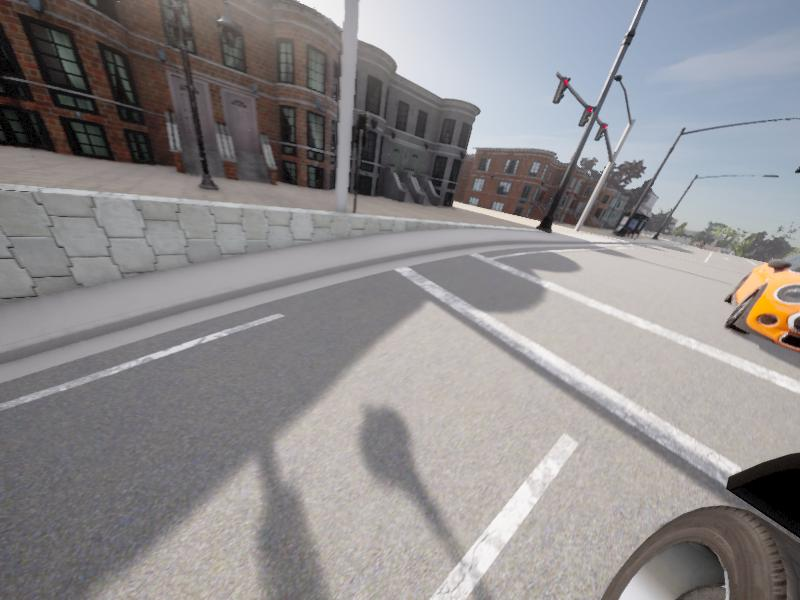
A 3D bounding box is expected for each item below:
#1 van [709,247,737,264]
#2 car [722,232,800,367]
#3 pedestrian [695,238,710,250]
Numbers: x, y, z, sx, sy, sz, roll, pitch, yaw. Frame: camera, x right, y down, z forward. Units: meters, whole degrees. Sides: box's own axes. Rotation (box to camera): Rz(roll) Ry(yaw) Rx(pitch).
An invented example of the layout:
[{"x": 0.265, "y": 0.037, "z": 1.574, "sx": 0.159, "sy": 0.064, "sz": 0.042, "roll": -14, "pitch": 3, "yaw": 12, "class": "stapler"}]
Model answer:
[{"x": 75.636, "y": -10.415, "z": 54.183, "sx": 6.366, "sy": 2.431, "sz": 2.351, "roll": 3, "pitch": 26, "yaw": -41, "class": "van"}, {"x": 7.890, "y": -0.008, "z": 4.005, "sx": 4.553, "sy": 1.767, "sz": 2.097, "roll": -11, "pitch": 34, "yaw": -35, "class": "car"}, {"x": 54.193, "y": -10.006, "z": 41.380, "sx": 0.751, "sy": 1.860, "sz": 0.751, "roll": -7, "pitch": 32, "yaw": -32, "class": "pedestrian"}]
